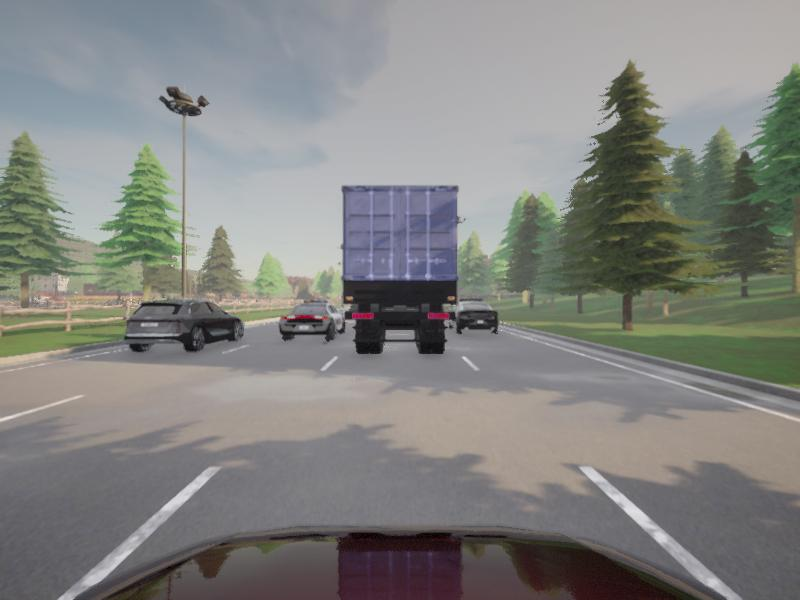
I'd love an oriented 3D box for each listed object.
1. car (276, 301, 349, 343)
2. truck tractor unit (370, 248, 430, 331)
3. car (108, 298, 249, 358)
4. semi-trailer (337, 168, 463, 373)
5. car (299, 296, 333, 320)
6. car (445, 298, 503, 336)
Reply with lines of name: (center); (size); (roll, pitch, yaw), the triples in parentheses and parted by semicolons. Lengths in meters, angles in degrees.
car: (-3.499, 0.805, 17.027); (2.038, 1.542, 4.974); (0, 0, 0)
truck tractor unit: (0.005, -0.551, 23.657); (3.053, 4.208, 6.516); (0, 0, 0)
car: (-6.999, 0.761, 13.421); (2.033, 1.649, 4.856); (0, 0, 0)
semi-trailer: (0.005, -0.639, 15.739); (2.717, 4.402, 14.254); (0, 0, 0)
car: (-6.999, 0.610, 33.797); (1.932, 1.855, 4.605); (0, 0, 0)
car: (3.501, 0.746, 20.009); (1.930, 1.638, 5.238); (0, 0, 0)
